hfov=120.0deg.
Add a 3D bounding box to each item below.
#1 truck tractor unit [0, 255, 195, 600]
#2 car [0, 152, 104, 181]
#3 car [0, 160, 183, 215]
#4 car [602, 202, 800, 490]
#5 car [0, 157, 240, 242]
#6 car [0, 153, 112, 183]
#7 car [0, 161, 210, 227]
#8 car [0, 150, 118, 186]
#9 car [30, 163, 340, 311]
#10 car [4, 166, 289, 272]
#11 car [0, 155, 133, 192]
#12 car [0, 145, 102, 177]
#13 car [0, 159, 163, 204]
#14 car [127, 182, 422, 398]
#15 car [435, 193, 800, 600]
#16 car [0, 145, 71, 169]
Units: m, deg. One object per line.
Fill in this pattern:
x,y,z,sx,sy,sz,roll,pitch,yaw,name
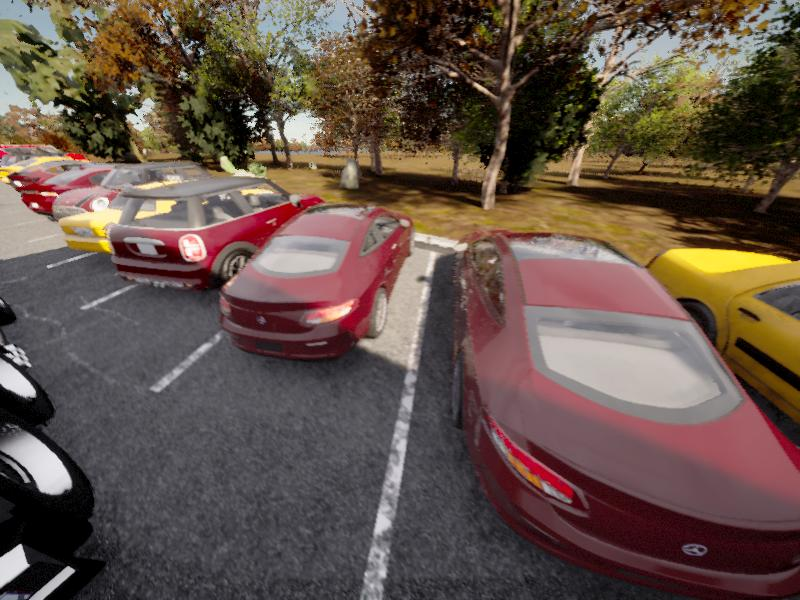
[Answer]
-5.098,-0.311,0.803,6.516,4.208,3.053,19,39,25,truck tractor unit
-28.382,-10.807,18.464,1.946,1.575,5.366,8,35,12,car
-13.499,-5.327,10.509,2.163,1.488,4.792,8,35,10,car
4.180,0.809,1.466,1.946,1.575,5.366,6,35,8,car
-8.474,-3.709,7.868,2.185,1.767,4.553,7,35,10,car
-25.886,-9.962,17.238,2.231,1.521,4.892,8,35,12,car
-11.000,-4.472,9.206,2.097,1.535,5.008,7,35,10,car
-23.427,-9.118,15.780,2.185,1.767,4.553,8,35,12,car
-3.443,-1.930,5.263,2.185,1.767,4.553,6,35,10,car
-5.930,-2.817,6.779,1.946,1.575,5.366,7,35,10,car
-20.955,-8.100,14.513,2.097,1.535,5.008,8,35,11,car
-30.792,-12.075,19.879,2.435,2.045,5.566,8,35,12,car
-15.987,-6.267,11.885,2.163,1.488,4.792,7,35,11,car
-0.899,-0.949,4.119,2.002,1.452,4.674,6,35,9,car
1.650,-0.099,2.874,2.002,1.452,4.674,6,35,9,car
-40.635,-15.777,25.336,1.878,1.987,4.442,9,35,12,car
